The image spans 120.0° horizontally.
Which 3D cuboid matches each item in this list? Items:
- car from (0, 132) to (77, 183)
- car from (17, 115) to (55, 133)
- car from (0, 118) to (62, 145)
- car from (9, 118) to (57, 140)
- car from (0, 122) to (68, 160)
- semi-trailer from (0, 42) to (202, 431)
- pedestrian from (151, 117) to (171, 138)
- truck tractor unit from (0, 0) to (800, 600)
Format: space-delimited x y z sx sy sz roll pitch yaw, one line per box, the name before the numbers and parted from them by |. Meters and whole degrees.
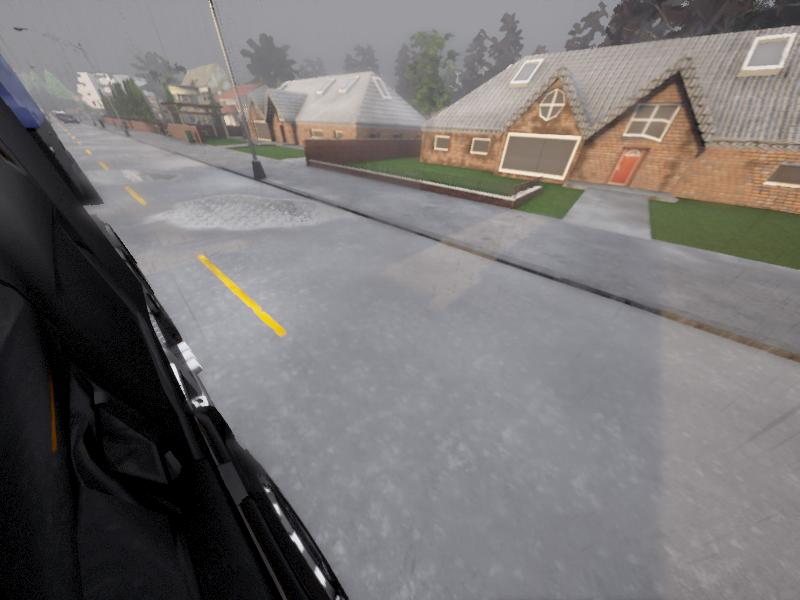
car | -15.672 -6.068 9.642 4.181 1.385 1.994 28 43 30
car | -44.926 -21.781 28.581 5.008 1.535 1.882 28 44 30
car | -29.432 -13.498 18.524 4.514 1.525 2.007 28 44 30
car | -34.616 -16.247 21.904 4.193 1.474 1.816 28 44 30
car | -21.897 -9.472 13.629 4.514 1.525 2.007 28 44 30
semi-trailer | -8.697 -3.607 4.227 14.254 4.402 2.717 28 44 30
pedestrian | -27.936 -20.156 27.025 0.751 1.860 0.751 27 43 29
truck tractor unit | -2.645 -0.295 0.351 6.516 4.208 3.053 28 44 30
